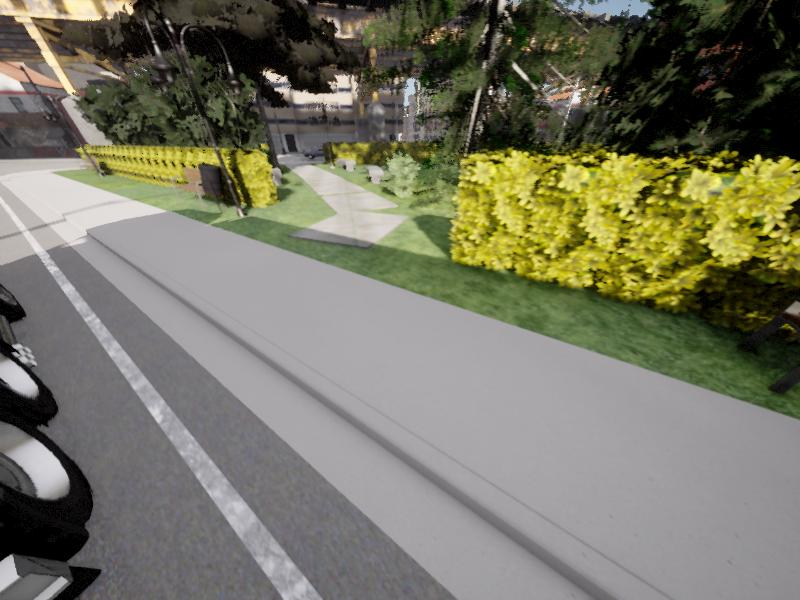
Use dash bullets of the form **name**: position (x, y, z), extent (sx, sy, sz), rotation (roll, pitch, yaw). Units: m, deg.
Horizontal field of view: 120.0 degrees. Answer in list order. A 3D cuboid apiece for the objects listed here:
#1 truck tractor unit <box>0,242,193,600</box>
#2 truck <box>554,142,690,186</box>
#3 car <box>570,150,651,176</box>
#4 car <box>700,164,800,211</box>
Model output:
- **truck tractor unit**: position (-5.077, -0.331, 0.833), extent (6.516, 4.208, 3.053), rotation (20, 40, 26)
- **truck**: position (14.252, -9.455, 15.692), extent (2.390, 2.098, 6.274), rotation (-7, 35, -9)
- **car**: position (16.993, -11.383, 19.024), extent (1.812, 1.442, 4.674), rotation (-7, 35, -10)
- **car**: position (16.001, -4.409, 9.113), extent (1.895, 1.301, 4.718), rotation (-7, 35, -10)
